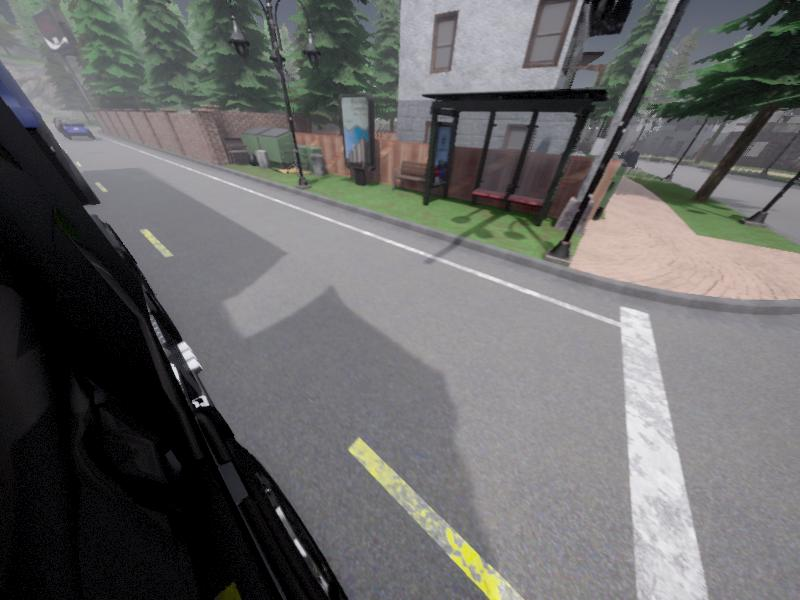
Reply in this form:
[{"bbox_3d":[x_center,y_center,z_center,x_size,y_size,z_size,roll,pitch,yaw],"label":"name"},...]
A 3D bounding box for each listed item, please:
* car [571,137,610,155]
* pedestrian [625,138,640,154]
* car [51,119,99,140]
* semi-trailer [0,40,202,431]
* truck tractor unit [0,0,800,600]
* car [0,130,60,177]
[{"bbox_3d":[28.194,-23.038,34.427,1.932,1.855,4.605,2,37,-1],"label":"car"},{"bbox_3d":[34.752,-23.038,34.563,0.751,1.860,0.751,-27,46,-33],"label":"pedestrian"},{"bbox_3d":[-32.311,-16.956,22.935,4.514,1.525,2.007,27,43,29],"label":"car"},{"bbox_3d":[-8.729,-3.587,4.194,14.254,4.402,2.717,28,44,29],"label":"semi-trailer"},{"bbox_3d":[-2.645,-0.295,0.352,6.516,4.208,3.053,28,44,30],"label":"truck tractor unit"},{"bbox_3d":[-17.151,-6.499,10.088,4.181,1.385,1.994,27,43,29],"label":"car"}]
